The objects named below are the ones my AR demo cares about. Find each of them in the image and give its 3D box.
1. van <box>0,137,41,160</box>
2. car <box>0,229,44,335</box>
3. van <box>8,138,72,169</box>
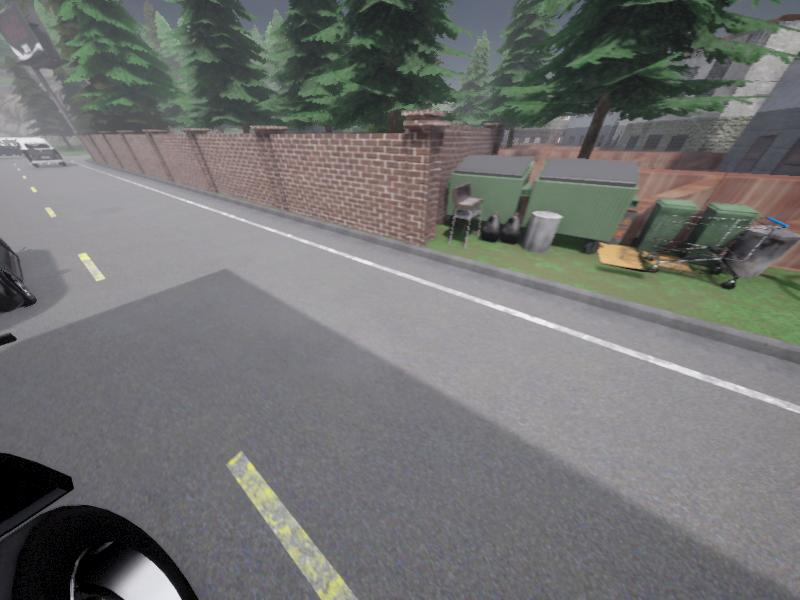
[{"bbox_3d":[-44.707,-16.936,25.772,2.069,2.038,4.480,21,40,27],"label":"van"},{"bbox_3d":[-7.592,-0.478,3.341,4.181,1.385,1.994,22,41,28],"label":"car"},{"bbox_3d":[-31.240,-12.795,20.052,4.480,2.038,2.069,22,41,28],"label":"van"}]
